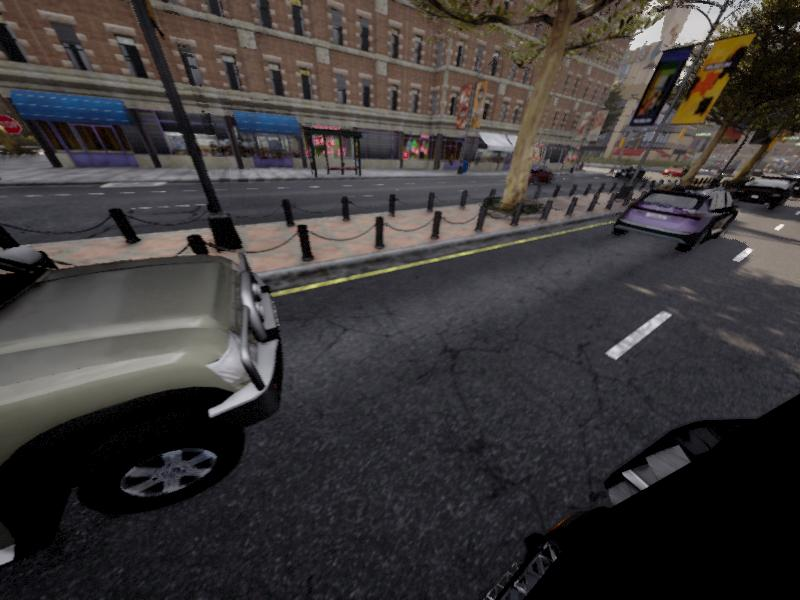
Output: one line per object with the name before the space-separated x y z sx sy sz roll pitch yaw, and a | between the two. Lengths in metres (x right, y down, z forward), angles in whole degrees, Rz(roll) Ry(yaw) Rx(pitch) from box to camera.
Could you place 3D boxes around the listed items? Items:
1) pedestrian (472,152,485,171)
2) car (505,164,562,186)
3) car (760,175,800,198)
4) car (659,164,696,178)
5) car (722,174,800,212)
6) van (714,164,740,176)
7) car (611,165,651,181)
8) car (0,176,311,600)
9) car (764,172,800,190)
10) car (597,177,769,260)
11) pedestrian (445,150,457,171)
pedestrian | 9.149 -16.242 27.070 0.751 1.860 0.751 -9 36 -18
car | 11.377 -10.771 19.779 4.181 1.385 1.994 -16 38 -26
car | 34.679 -10.126 20.500 3.806 1.475 1.970 -14 37 -24
car | 42.748 -19.886 35.621 4.611 1.667 2.242 -16 38 -26
car | 22.989 -6.845 14.522 5.238 1.638 1.930 -16 38 -26
van | 69.540 -27.701 49.136 4.442 1.987 1.775 -16 38 -26
car | 28.281 -15.612 28.257 3.806 1.475 1.970 -16 38 -26
car | -3.200 0.565 1.158 4.605 1.855 1.932 -16 38 -26
car | 46.597 -14.354 27.754 1.837 1.490 4.892 30 42 33
car | 9.132 -2.864 7.490 4.856 1.649 2.033 -16 38 -26
pedestrian | 5.550 -15.197 25.222 0.751 1.860 0.751 -11 36 -20
